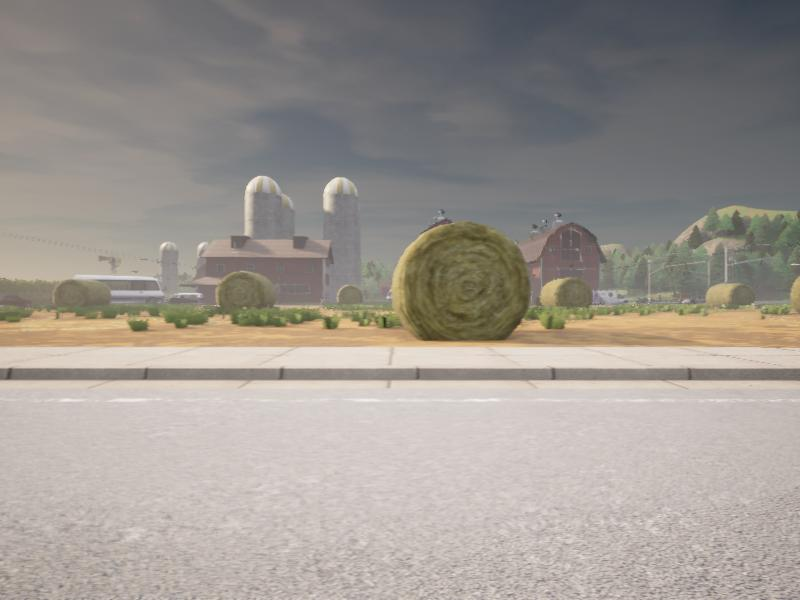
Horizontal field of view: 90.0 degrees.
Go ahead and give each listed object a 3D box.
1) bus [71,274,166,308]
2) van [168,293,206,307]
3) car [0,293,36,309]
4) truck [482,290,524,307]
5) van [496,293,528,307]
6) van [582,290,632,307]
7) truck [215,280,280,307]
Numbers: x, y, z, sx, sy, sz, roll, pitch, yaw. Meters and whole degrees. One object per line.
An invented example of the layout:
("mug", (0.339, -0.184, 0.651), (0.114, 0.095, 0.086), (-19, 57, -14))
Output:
("bus", (-37.692, -1.136, 54.282), (10.273, 4.253, 3.944), (0, 0, -31))
("van", (-31.043, -0.034, 58.416), (4.480, 2.038, 2.069), (0, 0, -3))
("car", (-43.135, 0.111, 44.018), (2.097, 1.767, 4.553), (0, 0, -3))
("truck", (14.865, -0.230, 57.962), (5.204, 2.467, 2.627), (0, 0, -4))
("van", (17.267, 0.011, 61.635), (4.442, 1.987, 1.775), (0, 0, -4))
("van", (30.470, -0.203, 59.005), (6.366, 2.431, 2.351), (0, 0, -4))
("truck", (-22.316, -0.921, 58.998), (8.468, 3.827, 2.891), (0, 0, -4))
